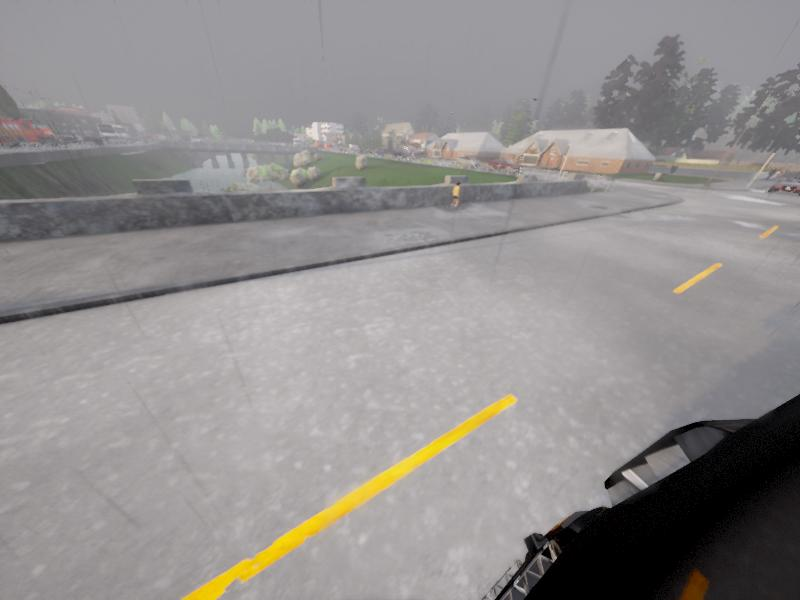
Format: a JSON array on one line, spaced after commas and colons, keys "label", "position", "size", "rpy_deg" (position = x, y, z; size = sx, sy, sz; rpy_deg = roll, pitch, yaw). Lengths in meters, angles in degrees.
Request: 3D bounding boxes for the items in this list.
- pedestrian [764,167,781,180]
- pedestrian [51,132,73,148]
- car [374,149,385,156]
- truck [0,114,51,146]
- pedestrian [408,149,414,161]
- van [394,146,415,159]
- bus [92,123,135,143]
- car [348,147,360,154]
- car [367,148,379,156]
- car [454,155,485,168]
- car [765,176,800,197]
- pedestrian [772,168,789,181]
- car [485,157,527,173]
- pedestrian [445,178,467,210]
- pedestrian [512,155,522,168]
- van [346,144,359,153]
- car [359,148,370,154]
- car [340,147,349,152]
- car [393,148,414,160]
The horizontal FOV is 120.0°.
[{"label": "pedestrian", "position": [67.381, -22.916, 41.827], "size": [0.751, 1.860, 0.751], "rpy_deg": [-16, 38, -26]}, {"label": "pedestrian", "position": [-47.943, -22.631, 32.765], "size": [0.751, 1.860, 0.751], "rpy_deg": [-10, 35, -18]}, {"label": "car", "position": [-6.199, -44.177, 69.111], "size": [1.816, 1.474, 4.193], "rpy_deg": [-16, 38, -26]}, {"label": "truck", "position": [-60.207, -26.252, 35.773], "size": [2.891, 3.827, 8.468], "rpy_deg": [-16, 38, -26]}, {"label": "pedestrian", "position": [2.150, -27.505, 43.898], "size": [0.751, 1.860, 0.751], "rpy_deg": [-16, 38, -26]}, {"label": "van", "position": [1.075, -37.274, 58.336], "size": [2.351, 2.431, 6.366], "rpy_deg": [-16, 38, -26]}, {"label": "bus", "position": [-81.150, -47.359, 65.797], "size": [3.944, 4.253, 10.273], "rpy_deg": [-16, 38, -26]}, {"label": "car", "position": [-15.082, -48.700, 75.199], "size": [2.038, 1.542, 4.974], "rpy_deg": [-16, 38, -26]}, {"label": "car", "position": [-7.472, -41.042, 64.160], "size": [1.851, 1.617, 3.988], "rpy_deg": [-16, 38, -26]}, {"label": "car", "position": [11.142, -22.280, 37.191], "size": [2.007, 1.525, 4.514], "rpy_deg": [-16, 38, -26]}, {"label": "car", "position": [37.303, -10.828, 21.939], "size": [4.181, 1.385, 1.994], "rpy_deg": [-16, 38, -26]}, {"label": "pedestrian", "position": [65.795, -21.745, 39.934], "size": [0.751, 1.860, 0.751], "rpy_deg": [-18, 39, -29]}, {"label": "car", "position": [14.641, -18.798, 32.166], "size": [1.882, 1.535, 5.008], "rpy_deg": [-15, 37, -25]}, {"label": "pedestrian", "position": [2.307, -4.396, 9.585], "size": [0.500, 1.100, 0.500], "rpy_deg": [-16, 38, -26]}, {"label": "pedestrian", "position": [19.990, -23.678, 39.434], "size": [0.751, 1.860, 0.751], "rpy_deg": [-23, 41, -34]}, {"label": "van", "position": [-17.562, -56.036, 85.360], "size": [2.351, 2.431, 6.366], "rpy_deg": [-16, 38, -26]}, {"label": "car", "position": [-11.810, -49.787, 77.272], "size": [1.994, 1.385, 4.181], "rpy_deg": [-16, 38, -26]}, {"label": "car", "position": [-19.673, -53.312, 81.863], "size": [1.789, 1.549, 3.705], "rpy_deg": [-16, 38, -26]}, {"label": "car", "position": [0.617, -33.105, 52.332], "size": [2.150, 2.045, 5.566], "rpy_deg": [-15, 38, -25]}]
